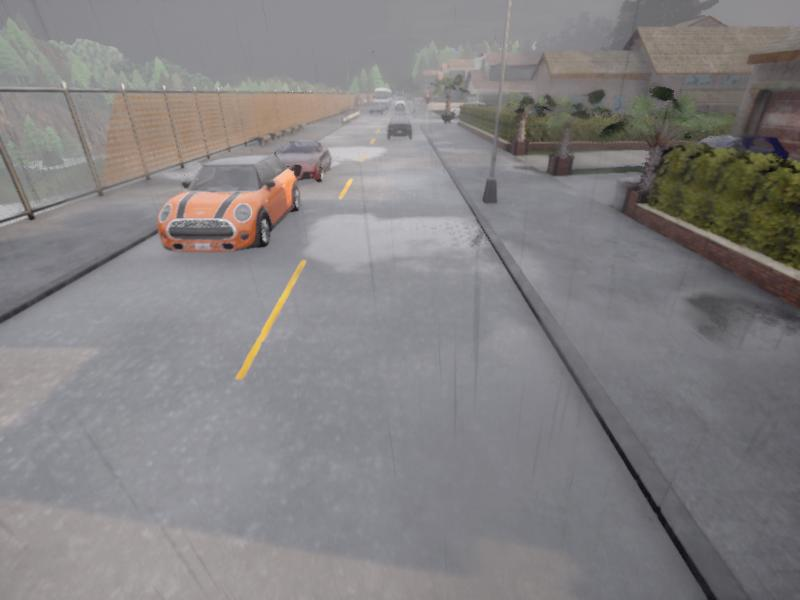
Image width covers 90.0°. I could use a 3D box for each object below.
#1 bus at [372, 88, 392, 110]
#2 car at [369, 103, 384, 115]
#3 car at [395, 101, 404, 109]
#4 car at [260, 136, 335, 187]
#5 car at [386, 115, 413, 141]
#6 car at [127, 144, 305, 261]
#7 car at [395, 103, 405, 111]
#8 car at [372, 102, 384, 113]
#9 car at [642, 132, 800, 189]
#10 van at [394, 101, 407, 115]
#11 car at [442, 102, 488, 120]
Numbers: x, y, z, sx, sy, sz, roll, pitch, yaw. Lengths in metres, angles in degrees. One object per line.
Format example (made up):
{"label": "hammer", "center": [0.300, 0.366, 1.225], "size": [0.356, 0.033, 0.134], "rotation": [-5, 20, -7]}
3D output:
{"label": "bus", "center": [-3.937, -45.657, 90.731], "size": [3.944, 4.253, 10.273], "rotation": [0, 27, 0]}
{"label": "car", "center": [-4.025, -32.669, 68.374], "size": [2.152, 1.651, 5.027], "rotation": [0, 27, 1]}
{"label": "car", "center": [-0.058, -48.113, 98.455], "size": [2.242, 1.667, 4.611], "rotation": [0, 27, 0]}
{"label": "car", "center": [-4.012, -5.797, 16.422], "size": [1.994, 1.385, 4.181], "rotation": [0, 27, 0]}
{"label": "car", "center": [-0.019, -13.359, 30.907], "size": [1.882, 1.535, 5.008], "rotation": [0, 27, 0]}
{"label": "car", "center": [-3.971, -2.630, 9.801], "size": [2.097, 1.767, 4.553], "rotation": [0, 27, 0]}
{"label": "car", "center": [-0.048, -40.504, 83.807], "size": [2.033, 1.411, 5.357], "rotation": [0, 27, 0]}
{"label": "car", "center": [-4.045, -35.823, 74.496], "size": [2.033, 1.649, 4.856], "rotation": [0, 27, 0]}
{"label": "car", "center": [10.552, -4.672, 13.279], "size": [3.633, 1.501, 1.845], "rotation": [-1, 27, -2]}
{"label": "van", "center": [0.021, -32.153, 66.884], "size": [2.069, 2.038, 4.480], "rotation": [0, 27, 0]}
{"label": "car", "center": [8.397, -24.718, 52.364], "size": [5.566, 2.045, 2.150], "rotation": [1, 27, 2]}
